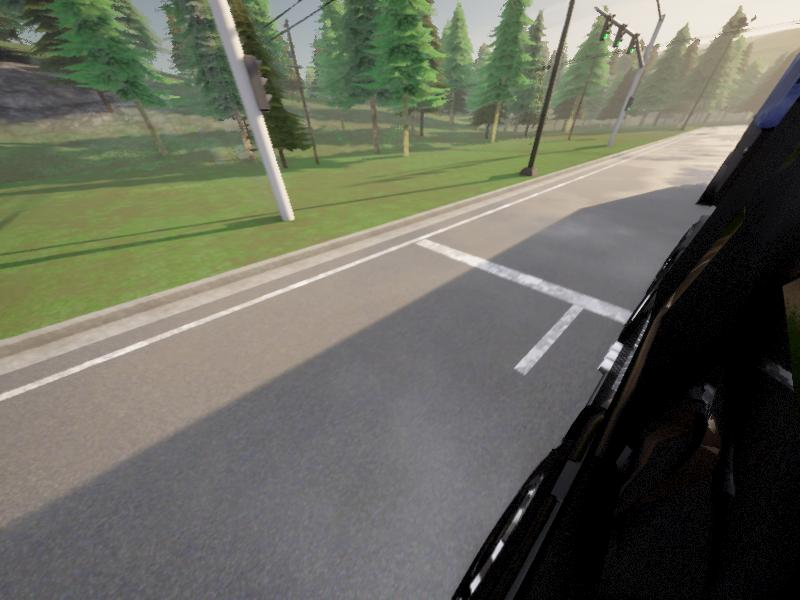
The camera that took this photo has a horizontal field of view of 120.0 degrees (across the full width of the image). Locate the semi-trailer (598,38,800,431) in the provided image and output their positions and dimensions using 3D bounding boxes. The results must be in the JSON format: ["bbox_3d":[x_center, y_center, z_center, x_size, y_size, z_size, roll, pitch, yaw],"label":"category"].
[{"bbox_3d":[8.695,-3.596,4.246,14.254,4.402,2.717,-28,43,-30],"label":"semi-trailer"}]

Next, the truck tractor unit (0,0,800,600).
[{"bbox_3d":[2.645,-0.295,0.352,6.516,4.208,3.053,-28,44,-30],"label":"truck tractor unit"}]
